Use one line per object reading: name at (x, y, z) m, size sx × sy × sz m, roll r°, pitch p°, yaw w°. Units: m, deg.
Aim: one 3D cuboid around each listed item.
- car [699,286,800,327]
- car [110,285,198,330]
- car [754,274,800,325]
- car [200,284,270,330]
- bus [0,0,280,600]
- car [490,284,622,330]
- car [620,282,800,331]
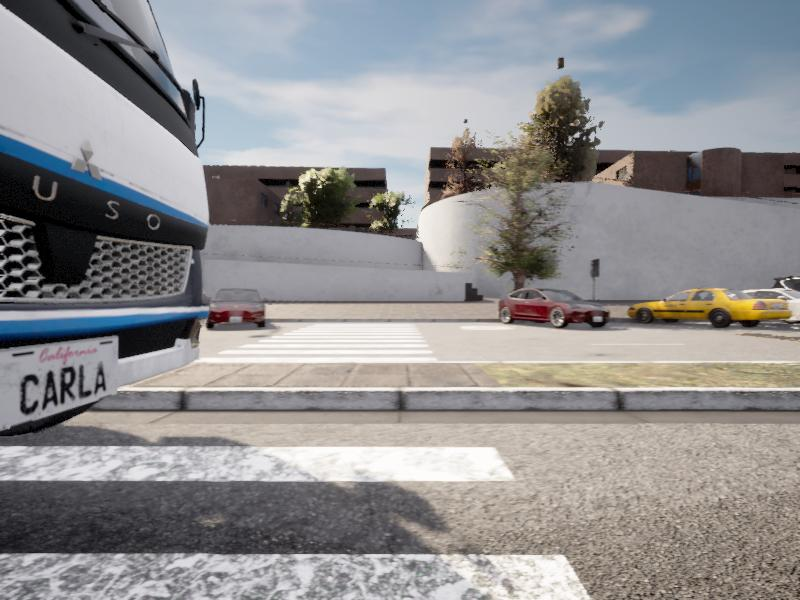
car at (14.742, 0.262, 15.542) m, size 2.002 × 1.452 × 4.674 m, roll 0°, pitch -1°, yaw -20°
car at (-9.279, 0.279, 15.547) m, size 2.002 × 1.452 × 4.674 m, roll 0°, pitch -1°, yaw -20°
car at (17.761, -0.037, 15.513) m, size 2.435 × 2.045 × 5.566 m, roll 0°, pitch -1°, yaw -20°
car at (-6.261, 0.267, 15.524) m, size 2.163 × 1.488 × 4.792 m, roll 1°, pitch -1°, yaw -20°
bus at (-6.283, -1.128, 1.840) m, size 10.273 × 4.253 × 3.944 m, roll 0°, pitch 0°, yaw 0°
car at (5.745, 0.263, 15.517) m, size 2.163 × 1.488 × 4.792 m, roll 1°, pitch -1°, yaw -20°
car at (11.669, 0.228, 15.711) m, size 1.946 × 1.575 × 5.366 m, roll 0°, pitch -1°, yaw -20°
